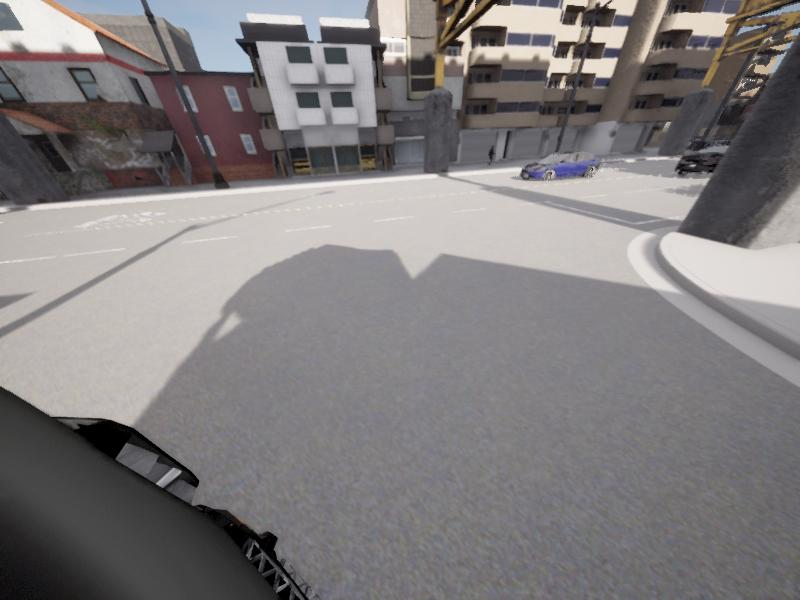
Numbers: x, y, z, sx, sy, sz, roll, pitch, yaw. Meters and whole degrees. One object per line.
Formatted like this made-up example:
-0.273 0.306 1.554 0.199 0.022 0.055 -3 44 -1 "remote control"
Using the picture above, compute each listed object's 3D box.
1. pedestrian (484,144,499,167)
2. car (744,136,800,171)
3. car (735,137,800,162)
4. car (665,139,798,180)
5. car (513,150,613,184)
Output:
8.825 -13.993 22.372 0.751 1.860 0.751 -16 36 -18 "pedestrian"
25.459 -9.254 14.462 5.027 1.651 2.152 -10 34 -11 "car"
30.305 -12.077 18.500 4.674 1.442 1.812 -10 34 -11 "car"
18.661 -8.048 13.156 5.238 1.638 1.930 -10 34 -11 "car"
10.082 -8.432 14.548 4.792 1.488 2.163 -10 34 -11 "car"
